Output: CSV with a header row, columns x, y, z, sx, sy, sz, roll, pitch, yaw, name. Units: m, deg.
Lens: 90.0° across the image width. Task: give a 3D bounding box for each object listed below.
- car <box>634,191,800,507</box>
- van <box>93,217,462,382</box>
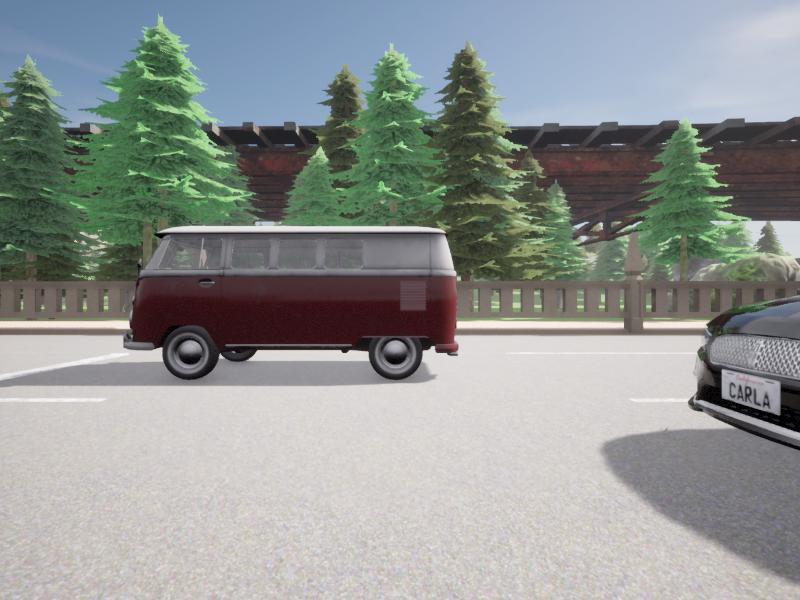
x,y,z,sx,sy,sz,roll,pitch,yaw,name
4.363,0.237,2.200,4.902,1.511,2.128,0,0,0,car
-1.470,-0.002,5.700,4.442,1.987,1.775,0,0,0,van
